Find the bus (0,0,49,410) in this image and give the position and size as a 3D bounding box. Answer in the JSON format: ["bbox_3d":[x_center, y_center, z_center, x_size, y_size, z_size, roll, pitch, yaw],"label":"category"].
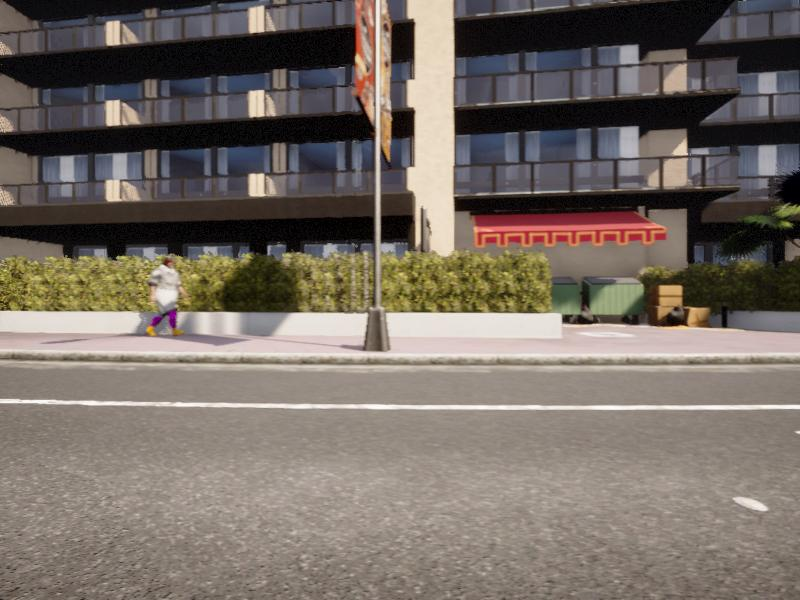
[{"bbox_3d":[-8.980,-1.129,2.752,10.273,4.253,3.944,0,0,6],"label":"bus"}]

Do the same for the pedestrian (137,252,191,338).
[{"bbox_3d":[-5.324,-0.103,9.072,0.751,1.860,0.751,0,0,8],"label":"pedestrian"}]
